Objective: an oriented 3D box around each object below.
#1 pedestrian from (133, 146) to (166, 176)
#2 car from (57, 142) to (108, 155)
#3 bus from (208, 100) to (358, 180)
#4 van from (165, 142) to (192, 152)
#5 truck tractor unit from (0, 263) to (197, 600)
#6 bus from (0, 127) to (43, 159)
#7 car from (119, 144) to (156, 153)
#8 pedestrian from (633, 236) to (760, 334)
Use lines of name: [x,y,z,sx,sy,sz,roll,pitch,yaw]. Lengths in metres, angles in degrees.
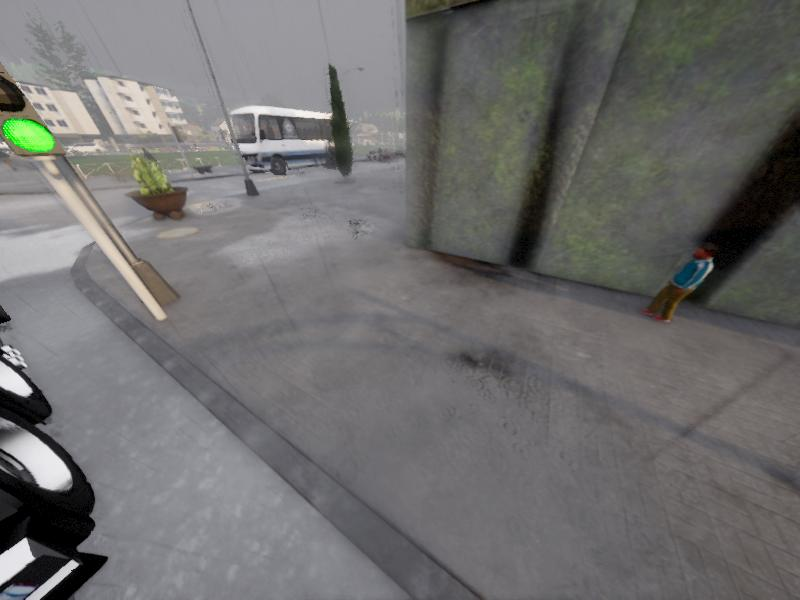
pedestrian: [-18.803,-10.475,17.379,0.751,1.860,0.751,12,37,18]
car: [-65.203,-31.210,47.598,2.150,2.045,5.566,18,39,24]
bus: [-8.499,-13.258,19.397,3.944,4.253,10.273,18,39,24]
van: [-56.857,-39.443,59.396,1.775,1.987,4.442,18,39,24]
truck tractor unit: [-5.109,-0.302,0.781,6.516,4.208,3.053,18,39,24]
bus: [-67.780,-25.160,36.987,3.944,4.253,10.273,18,39,24]
car: [-60.954,-35.248,53.709,1.930,1.638,5.238,18,39,24]
pedestrian: [3.757,-0.190,3.056,0.500,1.100,0.500,19,39,26]
